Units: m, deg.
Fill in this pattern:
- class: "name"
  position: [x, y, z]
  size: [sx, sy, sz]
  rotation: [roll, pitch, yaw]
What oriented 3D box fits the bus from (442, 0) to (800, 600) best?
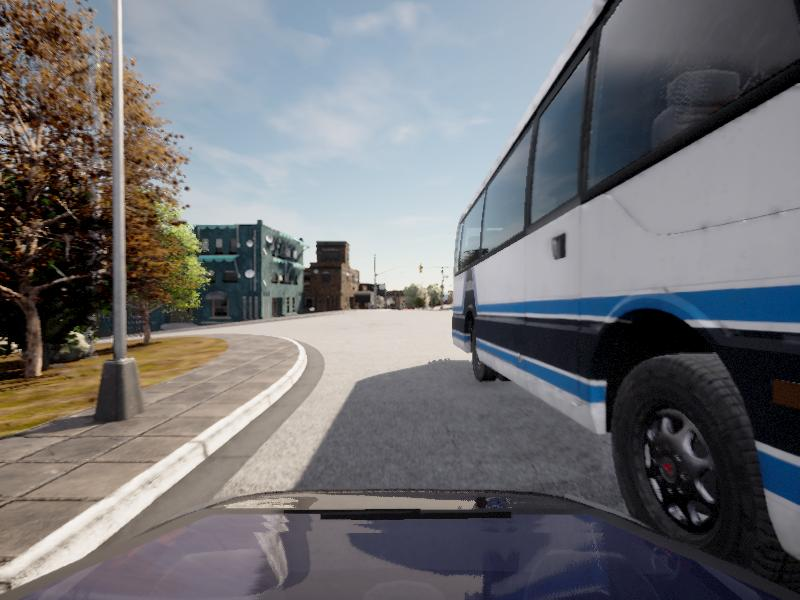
- class: "bus"
  position: [3.118, -0.525, 5.713]
  size: [3.944, 4.253, 10.273]
  rotation: [0, -1, 0]
